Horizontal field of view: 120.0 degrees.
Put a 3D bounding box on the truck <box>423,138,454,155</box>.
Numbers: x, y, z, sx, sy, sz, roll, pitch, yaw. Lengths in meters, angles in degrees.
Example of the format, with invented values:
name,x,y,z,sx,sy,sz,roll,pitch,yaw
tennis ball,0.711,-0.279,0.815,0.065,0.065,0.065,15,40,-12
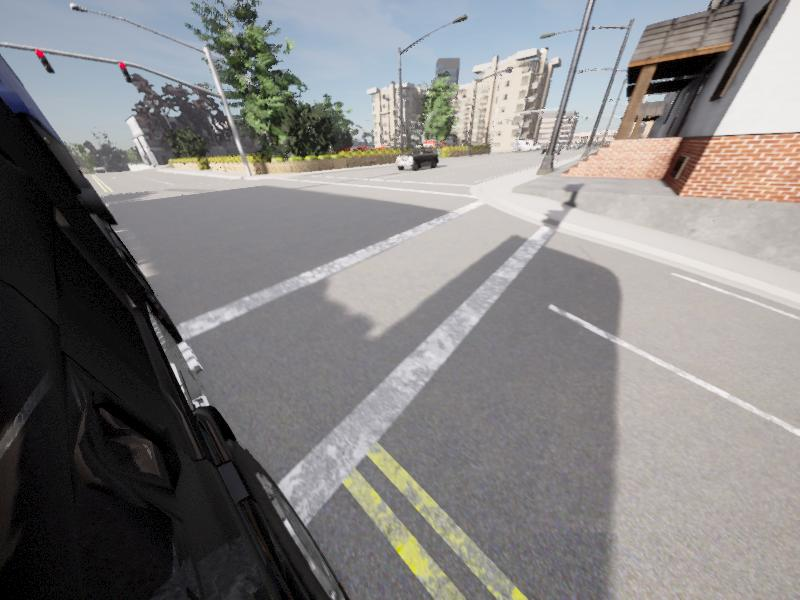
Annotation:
name,x,y,z,sx,sy,sz,roll,pitch,yaw
truck,10.917,-43.979,66.287,8.468,3.827,2.891,24,41,34

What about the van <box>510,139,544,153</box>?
name,x,y,z,sx,sy,sz,roll,pitch,yaw
van,29.348,-35.692,53.634,6.366,2.431,2.351,8,34,15

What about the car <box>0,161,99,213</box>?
name,x,y,z,sx,sy,sz,roll,pitch,yaw
car,-16.770,-5.585,11.091,4.553,1.767,2.097,23,41,34

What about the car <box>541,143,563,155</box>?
name,x,y,z,sx,sy,sz,roll,pitch,yaw
car,27.454,-27.335,41.769,2.038,1.542,4.974,23,41,34

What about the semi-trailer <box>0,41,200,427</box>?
name,x,y,z,sx,sy,sz,roll,pitch,yaw
semi-trailer,-8.777,-3.224,4.573,14.254,4.402,2.717,24,41,33

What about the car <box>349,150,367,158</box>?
name,x,y,z,sx,sy,sz,roll,pitch,yaw
car,-14.262,-49.452,77.991,5.566,2.045,2.150,-28,41,-34

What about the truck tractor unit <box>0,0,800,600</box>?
name,x,y,z,sx,sy,sz,roll,pitch,yaw
truck tractor unit,-2.645,-0.295,0.352,6.516,4.208,3.053,28,44,30

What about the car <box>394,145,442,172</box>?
name,x,y,z,sx,sy,sz,roll,pitch,yaw
car,1.710,-13.032,21.215,1.932,1.855,4.605,23,41,34
